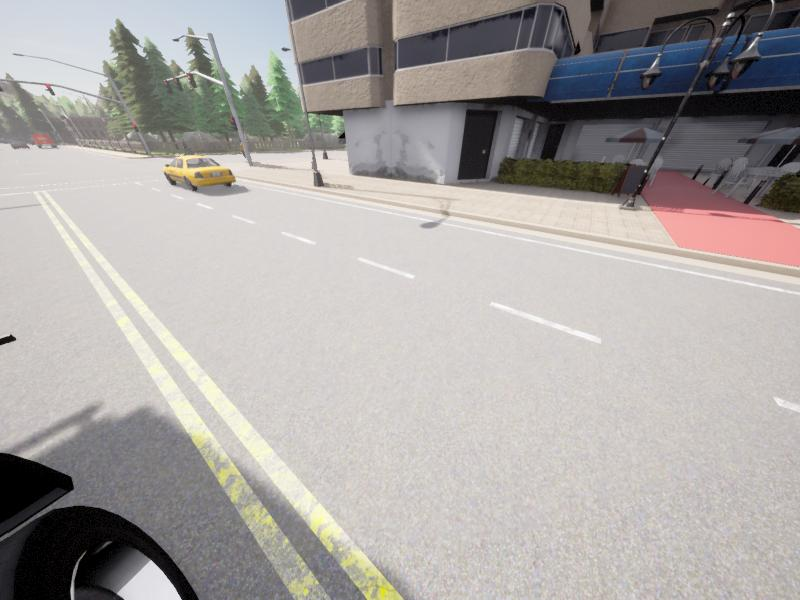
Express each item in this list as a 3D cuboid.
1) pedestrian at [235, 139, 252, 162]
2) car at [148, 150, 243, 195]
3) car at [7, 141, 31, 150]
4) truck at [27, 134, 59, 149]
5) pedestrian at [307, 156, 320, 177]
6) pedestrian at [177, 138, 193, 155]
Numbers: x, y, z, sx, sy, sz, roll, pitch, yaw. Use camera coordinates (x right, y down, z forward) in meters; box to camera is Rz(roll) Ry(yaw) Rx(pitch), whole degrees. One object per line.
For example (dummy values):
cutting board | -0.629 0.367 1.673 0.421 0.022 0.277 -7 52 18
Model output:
pedestrian | -14.869 -14.259 22.036 0.751 1.860 0.751 -14 38 -20
car | -10.873 -6.876 12.229 5.366 1.575 1.801 22 41 28
car | -76.179 -30.998 46.202 4.181 1.385 1.994 23 41 28
truck | -76.984 -34.250 49.850 5.204 2.467 2.627 22 41 28
pedestrian | -5.423 -8.372 14.500 0.500 1.100 0.500 -16 38 -22
pedestrian | -28.876 -20.648 31.009 0.751 1.860 0.751 29 44 34
